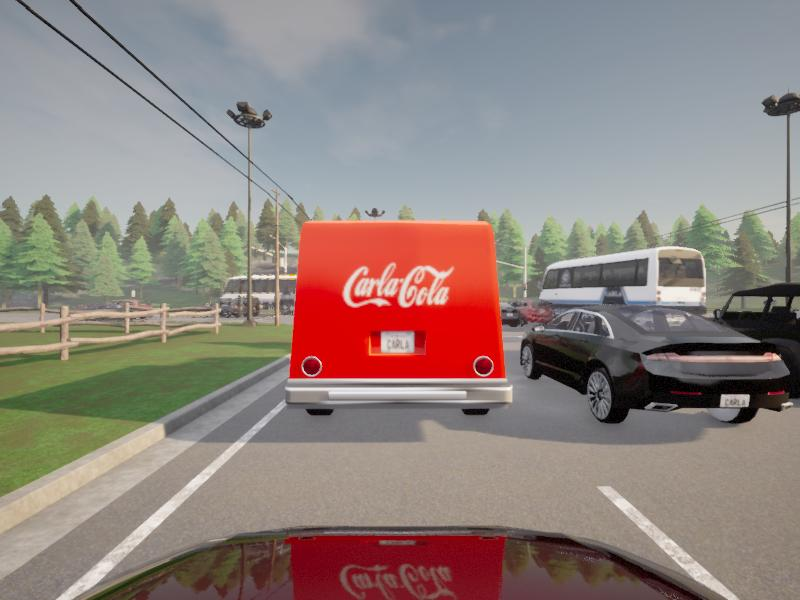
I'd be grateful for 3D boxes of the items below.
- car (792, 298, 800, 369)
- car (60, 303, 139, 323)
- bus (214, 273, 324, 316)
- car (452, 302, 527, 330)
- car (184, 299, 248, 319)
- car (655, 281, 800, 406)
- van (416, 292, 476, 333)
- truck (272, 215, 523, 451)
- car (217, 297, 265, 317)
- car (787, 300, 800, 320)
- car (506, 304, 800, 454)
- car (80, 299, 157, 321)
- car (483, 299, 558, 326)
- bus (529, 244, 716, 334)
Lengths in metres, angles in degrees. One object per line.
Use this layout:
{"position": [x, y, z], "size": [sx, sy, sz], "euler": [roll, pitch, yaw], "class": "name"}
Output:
{"position": [10.472, 0.781, 7.069], "size": [2.152, 1.651, 5.027], "euler": [0, 0, 0], "class": "car"}
{"position": [-21.367, 0.907, 28.598], "size": [4.181, 1.385, 1.994], "euler": [0, 0, 2], "class": "car"}
{"position": [-13.637, -0.536, 42.255], "size": [10.273, 4.253, 3.944], "euler": [0, -1, 7], "class": "bus"}
{"position": [5.189, 0.851, 23.915], "size": [2.163, 1.488, 4.792], "euler": [0, 0, -19], "class": "car"}
{"position": [-16.209, 0.756, 35.468], "size": [4.611, 1.667, 2.242], "euler": [0, 0, 3], "class": "car"}
{"position": [6.960, 0.646, 7.491], "size": [1.905, 1.878, 3.866], "euler": [0, 0, 0], "class": "car"}
{"position": [2.332, 0.599, 21.715], "size": [1.775, 1.987, 4.442], "euler": [0, 0, -14], "class": "van"}
{"position": [-0.037, 0.354, 6.792], "size": [2.627, 2.467, 5.204], "euler": [0, 0, 0], "class": "truck"}
{"position": [-15.381, 0.646, 38.751], "size": [3.866, 1.878, 1.905], "euler": [0, 0, 4], "class": "car"}
{"position": [34.709, 0.801, 32.239], "size": [5.366, 1.575, 1.801], "euler": [0, 0, 0], "class": "car"}
{"position": [3.464, 0.836, 6.582], "size": [2.128, 1.511, 4.902], "euler": [0, 0, 0], "class": "car"}
{"position": [-22.545, 0.756, 32.187], "size": [4.611, 1.667, 2.242], "euler": [0, 0, 1], "class": "car"}
{"position": [7.840, 0.756, 26.600], "size": [2.242, 1.667, 4.611], "euler": [0, 0, -26], "class": "car"}
{"position": [12.470, -0.532, 24.325], "size": [3.944, 4.253, 10.273], "euler": [1, 0, -13], "class": "bus"}
